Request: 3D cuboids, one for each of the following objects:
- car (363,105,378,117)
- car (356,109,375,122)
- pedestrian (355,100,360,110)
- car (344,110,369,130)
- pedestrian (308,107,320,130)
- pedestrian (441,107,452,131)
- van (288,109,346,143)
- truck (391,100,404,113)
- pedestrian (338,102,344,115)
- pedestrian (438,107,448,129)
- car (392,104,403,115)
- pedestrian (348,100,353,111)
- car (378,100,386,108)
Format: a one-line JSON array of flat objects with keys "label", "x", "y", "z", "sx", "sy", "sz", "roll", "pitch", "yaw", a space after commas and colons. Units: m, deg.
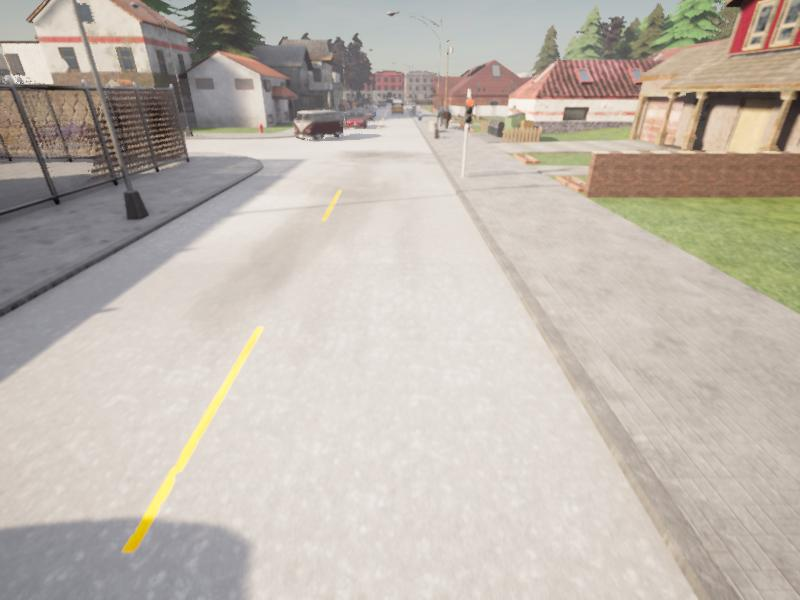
[{"label": "car", "x": -4.347, "y": -27.998, "z": 59.350, "sx": 1.845, "sy": 1.501, "sz": 3.633, "roll": 0, "pitch": 27, "yaw": 0}, {"label": "car", "x": -4.288, "y": -22.962, "z": 49.736, "sx": 1.994, "sy": 1.385, "sz": 4.181, "roll": 0, "pitch": 27, "yaw": 0}, {"label": "pedestrian", "x": -8.894, "y": -40.873, "z": 83.708, "sx": 0.751, "sy": 1.860, "sz": 0.751, "roll": 4, "pitch": 27, "yaw": 8}, {"label": "car", "x": -4.229, "y": -17.822, "z": 39.573, "sx": 2.007, "sy": 1.525, "sz": 4.514, "roll": 0, "pitch": 27, "yaw": 0}, {"label": "pedestrian", "x": -7.697, "y": -16.307, "z": 35.967, "sx": 0.751, "sy": 1.860, "sz": 0.751, "roll": -11, "pitch": 29, "yaw": -21}, {"label": "pedestrian", "x": 4.199, "y": -16.236, "z": 35.890, "sx": 0.751, "sy": 1.860, "sz": 0.751, "roll": -2, "pitch": 27, "yaw": -4}, {"label": "van", "x": -5.976, "y": -12.887, "z": 29.470, "sx": 1.775, "sy": 1.987, "sz": 4.442, "roll": 14, "pitch": 30, "yaw": 22}, {"label": "truck", "x": -0.442, "y": -36.245, "z": 74.778, "sx": 2.390, "sy": 2.098, "sz": 6.274, "roll": 0, "pitch": 27, "yaw": 0}, {"label": "pedestrian", "x": -8.983, "y": -29.219, "z": 61.055, "sx": 0.751, "sy": 1.860, "sz": 0.751, "roll": 0, "pitch": 27, "yaw": 0}, {"label": "pedestrian", "x": 4.064, "y": -17.224, "z": 37.811, "sx": 0.751, "sy": 1.860, "sz": 0.751, "roll": -3, "pitch": 27, "yaw": -7}, {"label": "car", "x": -0.400, "y": -32.580, "z": 68.267, "sx": 1.882, "sy": 1.535, "sz": 5.008, "roll": 0, "pitch": 27, "yaw": 0}, {"label": "pedestrian", "x": -9.447, "y": -37.379, "z": 76.914, "sx": 0.751, "sy": 1.860, "sz": 0.751, "roll": 1, "pitch": 27, "yaw": 1}, {"label": "car", "x": -4.602, "y": -49.611, "z": 101.271, "sx": 1.851, "sy": 1.617, "sz": 3.988, "roll": 0, "pitch": 27, "yaw": 0}]
